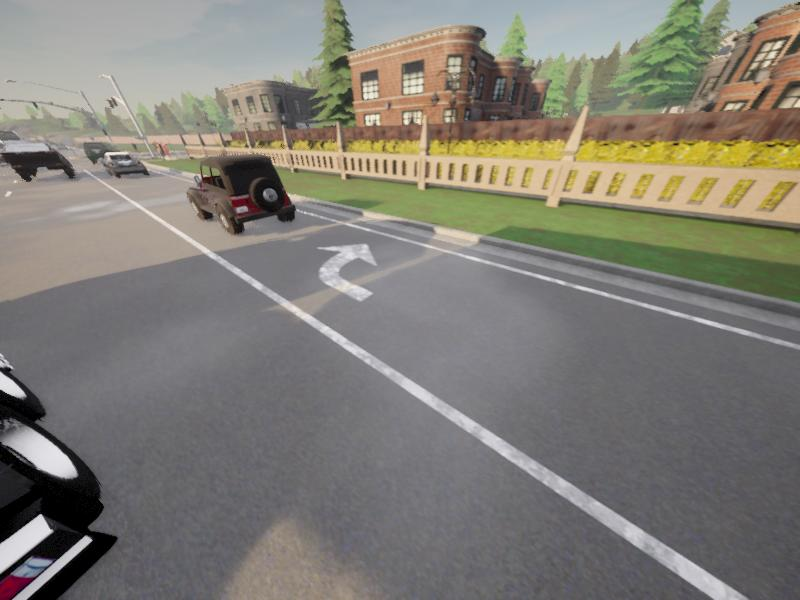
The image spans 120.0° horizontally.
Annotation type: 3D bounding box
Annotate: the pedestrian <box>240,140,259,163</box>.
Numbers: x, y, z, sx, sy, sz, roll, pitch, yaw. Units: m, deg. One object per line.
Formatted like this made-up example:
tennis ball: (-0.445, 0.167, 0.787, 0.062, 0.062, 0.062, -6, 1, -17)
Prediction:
pedestrian: (-15.053, -14.855, 23.138, 0.751, 1.860, 0.751, 17, 39, 24)

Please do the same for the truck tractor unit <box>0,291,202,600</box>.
truck tractor unit: (-5.164, -0.244, 0.702, 6.516, 4.208, 3.053, 16, 39, 22)

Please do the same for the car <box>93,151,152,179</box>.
car: (-20.762, -10.163, 17.281, 3.806, 1.475, 1.970, 24, 42, 30)

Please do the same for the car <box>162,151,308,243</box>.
car: (-5.035, -3.370, 7.108, 3.866, 1.878, 1.905, 24, 42, 30)

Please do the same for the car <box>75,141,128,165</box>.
car: (-34.747, -17.372, 27.152, 2.150, 2.045, 5.566, -23, 41, -28)

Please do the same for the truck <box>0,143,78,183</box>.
truck: (-26.066, -10.098, 16.743, 6.274, 2.098, 2.390, 26, 43, 32)
